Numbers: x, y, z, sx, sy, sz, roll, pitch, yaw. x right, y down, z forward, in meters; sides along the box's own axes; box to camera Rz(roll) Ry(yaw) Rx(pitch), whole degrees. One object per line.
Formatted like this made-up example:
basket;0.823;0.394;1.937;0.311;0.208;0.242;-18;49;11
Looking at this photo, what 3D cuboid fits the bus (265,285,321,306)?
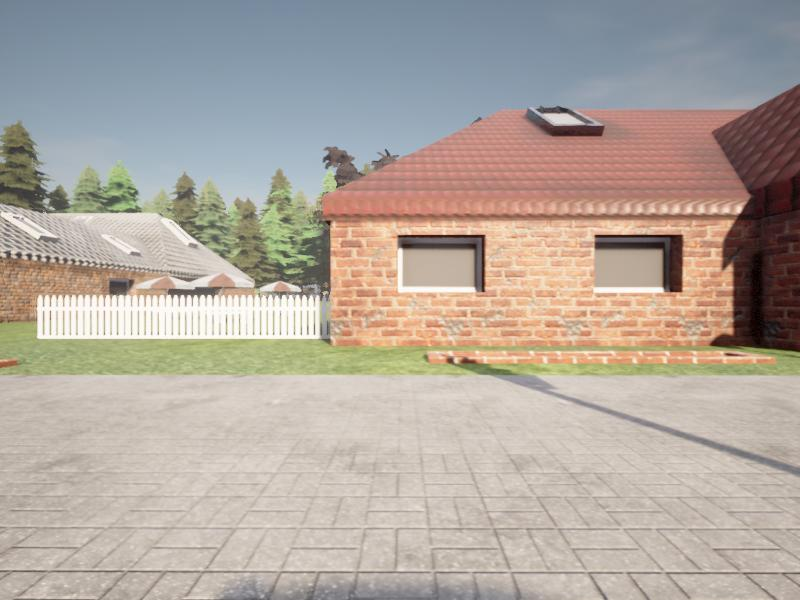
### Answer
bus;-21.421;-0.910;80.836;10.273;4.253;3.944;0;0;0
